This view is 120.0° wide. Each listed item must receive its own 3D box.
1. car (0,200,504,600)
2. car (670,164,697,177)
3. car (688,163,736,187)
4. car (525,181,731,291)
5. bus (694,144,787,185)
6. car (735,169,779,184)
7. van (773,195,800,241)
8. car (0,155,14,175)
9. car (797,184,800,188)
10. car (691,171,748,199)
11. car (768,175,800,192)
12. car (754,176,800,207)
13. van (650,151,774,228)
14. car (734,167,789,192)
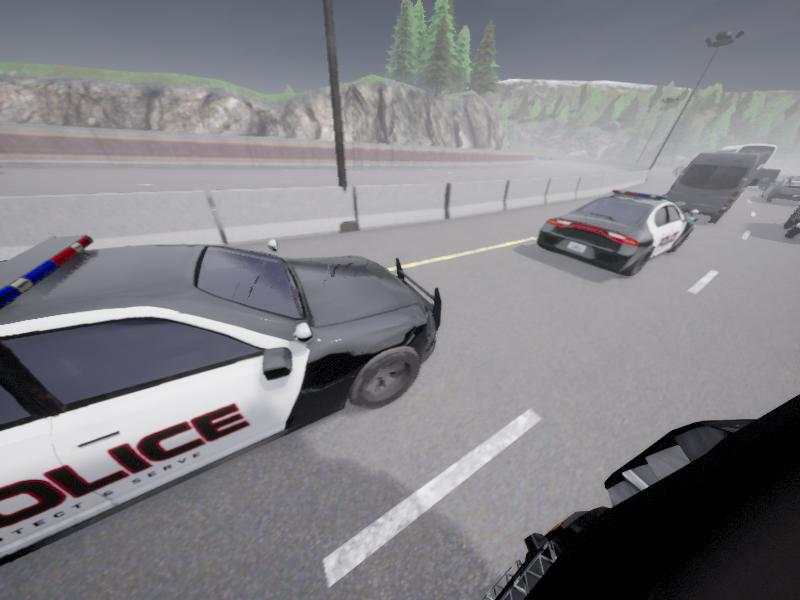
[{"bbox_3d":[-1.842,0.316,1.948,4.974,1.542,2.038,-16,38,-26],"label":"car"},{"bbox_3d":[47.993,-21.986,39.225,1.851,1.617,3.988,24,39,29],"label":"car"},{"bbox_3d":[35.665,-14.511,26.641,2.150,2.045,5.566,30,42,34],"label":"car"},{"bbox_3d":[5.964,-2.006,6.054,4.974,1.542,2.038,-18,39,-27],"label":"car"},{"bbox_3d":[46.796,-19.157,32.483,3.944,4.253,10.273,26,40,31],"label":"bus"},{"bbox_3d":[51.218,-17.806,33.250,2.007,1.525,4.514,26,40,30],"label":"car"},{"bbox_3d":[15.767,-3.183,8.065,4.480,2.038,2.069,-19,39,-32],"label":"van"},{"bbox_3d":[-23.817,-6.843,11.056,5.008,1.535,1.882,-16,38,-26],"label":"car"},{"bbox_3d":[49.440,-13.743,26.678,1.932,1.855,4.605,27,40,32],"label":"car"},{"bbox_3d":[25.337,-9.259,18.424,4.514,1.525,2.007,-24,42,-34],"label":"car"},{"bbox_3d":[43.571,-12.946,25.563,1.895,1.301,4.718,29,41,33],"label":"car"},{"bbox_3d":[27.800,-7.784,16.404,4.902,1.511,2.128,-24,42,-34],"label":"car"},{"bbox_3d":[14.641,-5.347,10.812,5.915,2.561,1.988,-20,40,-30],"label":"van"},{"bbox_3d":[37.277,-12.558,23.965,1.905,1.878,3.866,30,43,35],"label":"car"}]
